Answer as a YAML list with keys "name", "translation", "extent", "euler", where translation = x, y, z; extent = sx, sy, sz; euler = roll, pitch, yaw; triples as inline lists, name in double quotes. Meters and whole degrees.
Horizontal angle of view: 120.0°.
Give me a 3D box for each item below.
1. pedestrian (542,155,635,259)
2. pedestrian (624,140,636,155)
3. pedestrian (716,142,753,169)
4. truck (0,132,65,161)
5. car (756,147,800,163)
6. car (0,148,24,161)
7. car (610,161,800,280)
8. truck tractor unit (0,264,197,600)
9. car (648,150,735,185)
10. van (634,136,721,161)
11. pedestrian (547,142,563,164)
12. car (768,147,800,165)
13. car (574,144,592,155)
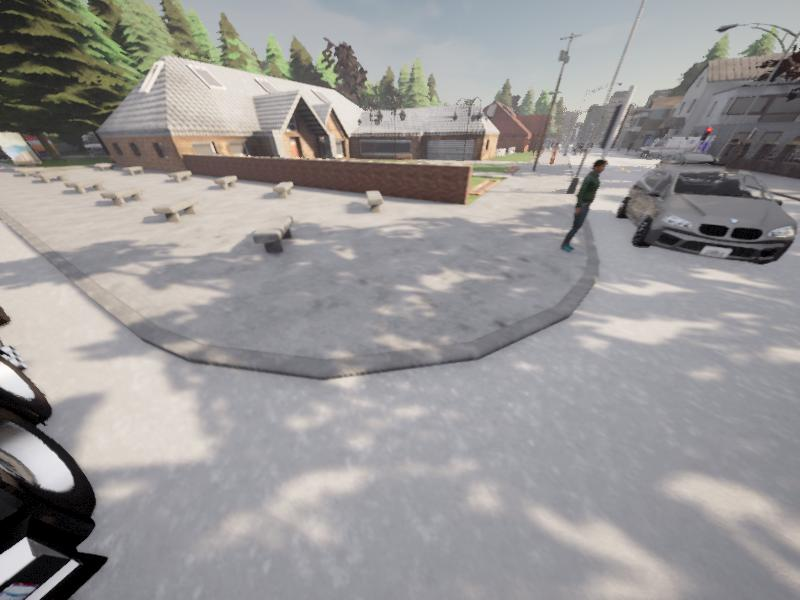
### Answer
- name: "pedestrian"
  translation: [3.912, -1.964, 4.928]
  extent: [0.751, 1.860, 0.751]
  euler: [-25, 42, -31]
- name: "pedestrian"
  translation: [36.217, -24.046, 36.390]
  extent: [0.751, 1.860, 0.751]
  euler: [25, 42, 31]
- name: "pedestrian"
  translation: [27.202, -11.802, 18.855]
  extent: [0.751, 1.860, 0.751]
  euler: [18, 39, 24]
- name: "truck"
  translation: [-64.197, -25.484, 38.332]
  extent: [2.891, 3.827, 8.468]
  euler: [14, 37, 20]
- name: "car"
  translation: [43.425, -15.807, 25.167]
  extent: [4.718, 1.301, 1.895]
  euler: [18, 39, 25]
- name: "car"
  translation: [-62.102, -22.017, 35.072]
  extent: [1.837, 1.490, 4.892]
  euler: [8, 37, 14]
- name: "car"
  translation: [7.709, -2.537, 6.121]
  extent: [2.242, 1.667, 4.611]
  euler: [18, 39, 25]
- name: "truck tractor unit"
  translation: [-5.114, -0.296, 0.787]
  extent: [6.516, 4.208, 3.053]
  euler: [18, 39, 24]
- name: "car"
  translation: [18.688, -8.843, 15.192]
  extent: [1.882, 1.535, 5.008]
  euler: [18, 39, 25]
- name: "van"
  translation: [34.689, -19.342, 29.347]
  extent: [6.366, 2.431, 2.351]
  euler: [23, 41, 30]
- name: "pedestrian"
  translation: [15.610, -14.825, 23.317]
  extent: [0.751, 1.860, 0.751]
  euler: [19, 39, 26]
- name: "car"
  translation: [41.251, -14.024, 22.540]
  extent: [5.357, 1.411, 2.033]
  euler: [19, 39, 26]
- name: "car"
  translation: [31.547, -26.034, 39.928]
  extent: [1.994, 1.385, 4.181]
  euler: [18, 39, 24]
